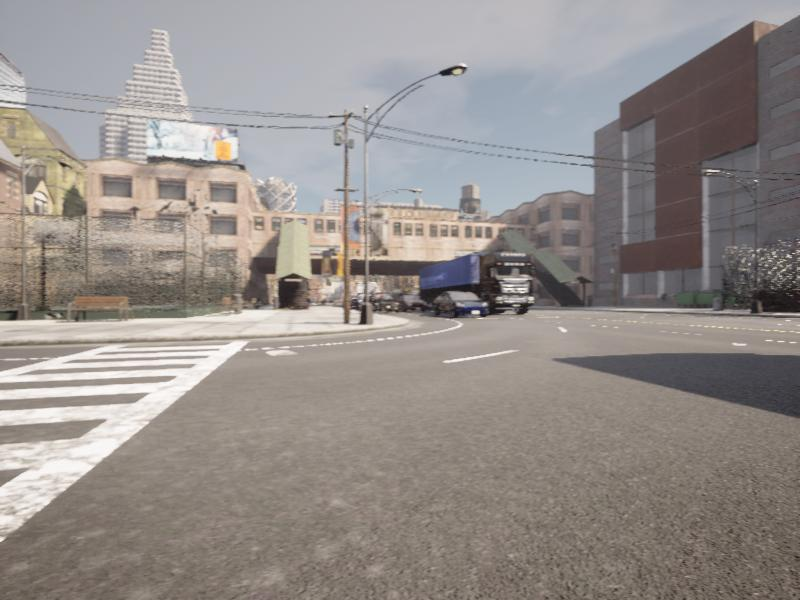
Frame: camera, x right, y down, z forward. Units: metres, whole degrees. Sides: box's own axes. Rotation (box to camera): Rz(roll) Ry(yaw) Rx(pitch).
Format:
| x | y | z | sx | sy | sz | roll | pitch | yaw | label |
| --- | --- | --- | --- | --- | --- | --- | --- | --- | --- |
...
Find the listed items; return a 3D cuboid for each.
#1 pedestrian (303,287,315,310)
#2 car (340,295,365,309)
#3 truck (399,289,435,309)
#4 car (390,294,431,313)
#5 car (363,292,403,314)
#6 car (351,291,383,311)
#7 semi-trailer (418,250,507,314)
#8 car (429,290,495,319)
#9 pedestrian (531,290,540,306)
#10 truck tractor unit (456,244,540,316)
| x | y | z | sx | sy | sz | roll | pitch | yaw | label |
| --- | --- | --- | --- | --- | --- | --- | --- | --- | --- |
| -7.468 | -0.103 | 32.854 | 0.751 | 1.860 | 0.751 | 0 | 0 | 0 | pedestrian |
| -5.655 | 0.221 | 47.198 | 2.231 | 1.521 | 4.892 | 0 | 0 | -14 | car |
| 1.779 | -0.084 | 44.435 | 2.390 | 2.098 | 6.274 | 0 | 0 | -14 | truck |
| 0.772 | 0.275 | 33.700 | 2.033 | 1.411 | 5.357 | 0 | 0 | -14 | car |
| -1.429 | 0.214 | 30.524 | 2.097 | 1.535 | 5.008 | 0 | 0 | -14 | car |
| -3.105 | 0.091 | 36.728 | 2.185 | 1.767 | 4.553 | 0 | 0 | -14 | car |
| 4.671 | -1.253 | 34.697 | 2.717 | 4.402 | 14.254 | 0 | 0 | -12 | semi-trailer |
| 3.382 | 0.228 | 22.918 | 2.163 | 1.488 | 4.792 | 0 | 0 | -12 | car |
| 15.822 | -0.198 | 46.653 | 0.751 | 1.860 | 0.751 | 0 | 0 | -2 | pedestrian |
| 6.280 | -1.159 | 26.951 | 3.053 | 4.208 | 6.516 | 0 | 0 | -11 | truck tractor unit |
